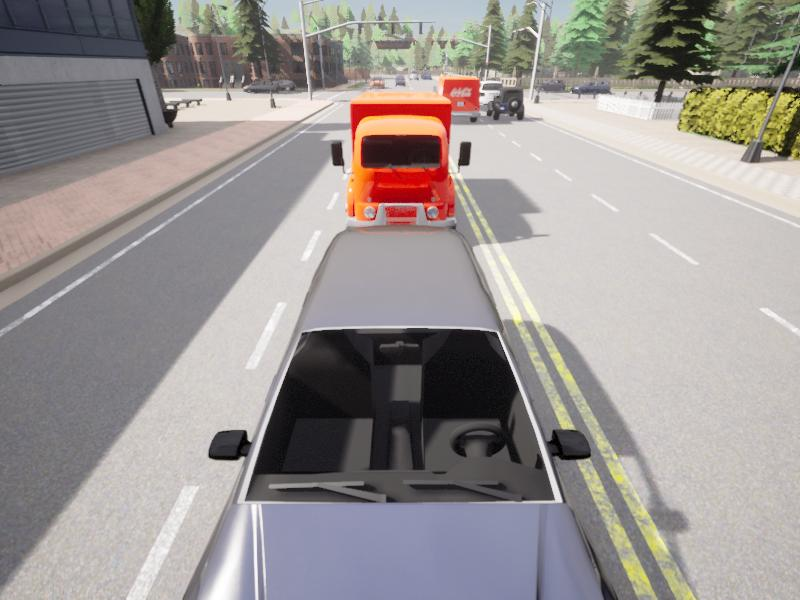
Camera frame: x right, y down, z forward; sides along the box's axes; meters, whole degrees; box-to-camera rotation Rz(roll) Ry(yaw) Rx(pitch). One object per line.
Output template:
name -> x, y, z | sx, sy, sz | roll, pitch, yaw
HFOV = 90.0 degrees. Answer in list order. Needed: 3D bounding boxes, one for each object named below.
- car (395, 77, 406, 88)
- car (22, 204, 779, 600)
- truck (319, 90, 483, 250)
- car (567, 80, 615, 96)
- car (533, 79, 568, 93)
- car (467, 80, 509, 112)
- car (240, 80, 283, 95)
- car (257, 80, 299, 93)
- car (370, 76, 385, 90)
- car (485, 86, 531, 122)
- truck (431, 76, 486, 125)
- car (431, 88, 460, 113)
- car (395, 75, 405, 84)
car -> 0.059, -36.846, 67.618 | 1.816, 1.474, 4.193 | 0, 30, 0
car -> -0.002, 0.765, 3.056 | 2.242, 1.667, 4.611 | 0, 30, 0
truck -> 0.012, -3.341, 9.286 | 2.627, 2.467, 5.204 | 0, 30, 0
car -> 23.680, -26.453, 49.778 | 4.611, 1.667, 2.242 | 0, 30, 0
car -> 19.814, -28.236, 52.798 | 3.633, 1.501, 1.845 | 0, 30, 0
car -> 7.030, -16.690, 32.559 | 2.150, 2.045, 5.566 | 0, 30, 0
car -> -17.277, -26.641, 50.177 | 4.514, 1.525, 2.007 | 0, 30, 0
car -> -16.197, -28.420, 53.200 | 4.792, 1.488, 2.163 | 0, 30, 0
car -> -3.447, -33.483, 61.561 | 2.097, 1.767, 4.553 | 0, 30, 0
car -> 7.028, -13.053, 26.485 | 1.905, 1.878, 3.866 | 0, 30, 0
truck -> 3.531, -12.838, 25.543 | 2.627, 2.467, 5.204 | 0, 30, 0
car -> 3.532, -15.715, 31.401 | 1.845, 1.501, 3.633 | 0, 30, 0
car -> 0.067, -44.150, 80.071 | 1.882, 1.535, 5.008 | 0, 30, 0
